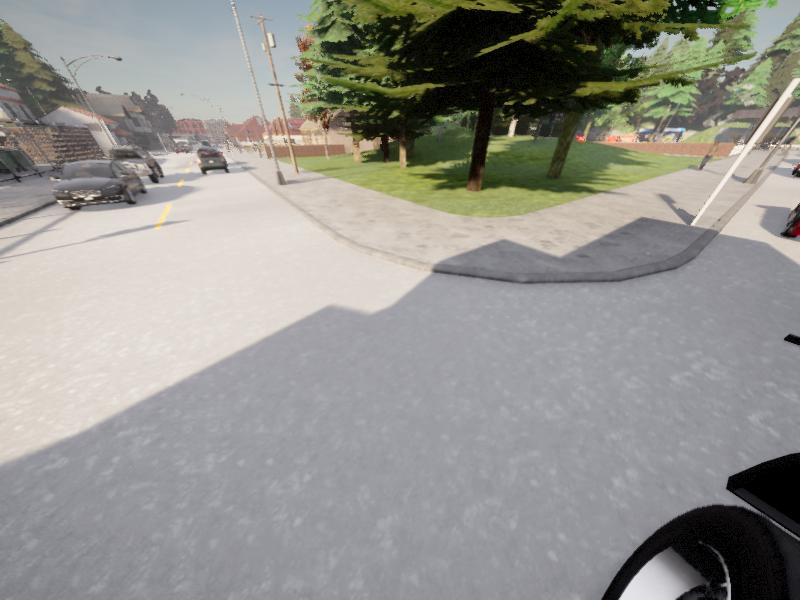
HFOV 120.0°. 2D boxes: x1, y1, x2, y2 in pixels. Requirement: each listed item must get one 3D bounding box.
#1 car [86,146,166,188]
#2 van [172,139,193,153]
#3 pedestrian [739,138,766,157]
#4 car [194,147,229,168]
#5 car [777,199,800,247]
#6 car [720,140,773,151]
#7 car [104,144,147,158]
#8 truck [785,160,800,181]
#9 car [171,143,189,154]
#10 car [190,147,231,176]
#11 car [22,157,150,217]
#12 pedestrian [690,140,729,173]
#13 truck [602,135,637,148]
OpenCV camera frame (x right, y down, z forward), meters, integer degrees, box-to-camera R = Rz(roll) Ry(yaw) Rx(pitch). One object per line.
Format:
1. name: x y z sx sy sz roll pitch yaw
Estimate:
1. car: -16.444 -8.322 14.213 1.932 1.855 4.605 -22 41 -28
2. van: -47.513 -33.925 50.671 2.351 2.431 6.366 -22 41 -28
3. pedestrian: 40.765 -17.635 26.734 0.751 1.860 0.751 -15 38 -20
4. car: -18.556 -14.082 22.703 2.007 1.525 4.514 -23 41 -29
5. car: 11.898 -2.246 5.805 4.181 1.385 1.994 -22 41 -28
6. car: 63.798 -28.665 42.693 2.038 1.542 4.974 -16 38 -21
7. car: -40.158 -21.864 33.887 1.789 1.549 3.705 27 44 32
8. truck: 26.469 -8.617 13.755 5.204 2.467 2.627 -22 41 -28
9. car: -40.334 -27.816 42.403 1.816 1.474 4.193 -22 41 -28
10. car: -14.948 -11.009 18.246 1.851 1.617 3.988 -22 41 -28
11. car: -12.718 -5.033 9.853 1.837 1.490 4.892 -22 41 -28
12. pedestrian: 21.406 -9.958 16.011 0.751 1.860 0.751 -19 39 -25
13. truck: 52.920 -38.227 55.805 2.627 2.467 5.204 -22 41 -28
